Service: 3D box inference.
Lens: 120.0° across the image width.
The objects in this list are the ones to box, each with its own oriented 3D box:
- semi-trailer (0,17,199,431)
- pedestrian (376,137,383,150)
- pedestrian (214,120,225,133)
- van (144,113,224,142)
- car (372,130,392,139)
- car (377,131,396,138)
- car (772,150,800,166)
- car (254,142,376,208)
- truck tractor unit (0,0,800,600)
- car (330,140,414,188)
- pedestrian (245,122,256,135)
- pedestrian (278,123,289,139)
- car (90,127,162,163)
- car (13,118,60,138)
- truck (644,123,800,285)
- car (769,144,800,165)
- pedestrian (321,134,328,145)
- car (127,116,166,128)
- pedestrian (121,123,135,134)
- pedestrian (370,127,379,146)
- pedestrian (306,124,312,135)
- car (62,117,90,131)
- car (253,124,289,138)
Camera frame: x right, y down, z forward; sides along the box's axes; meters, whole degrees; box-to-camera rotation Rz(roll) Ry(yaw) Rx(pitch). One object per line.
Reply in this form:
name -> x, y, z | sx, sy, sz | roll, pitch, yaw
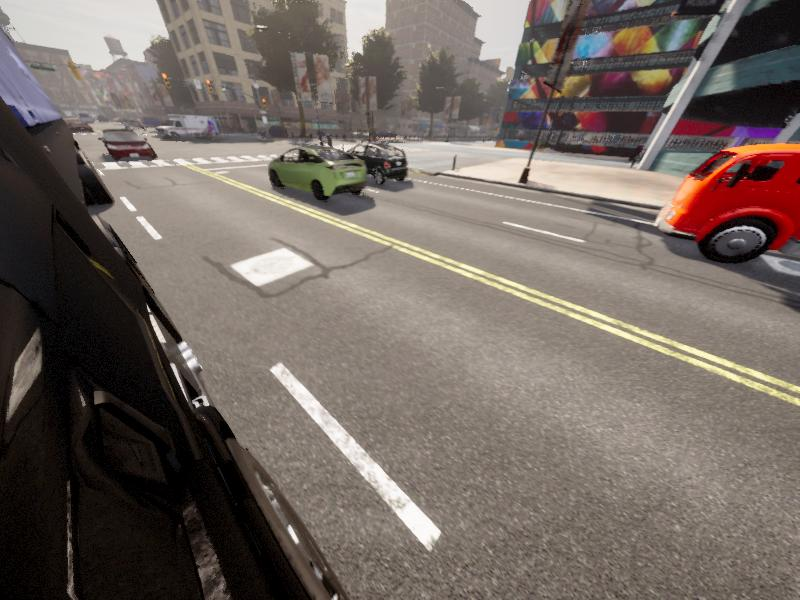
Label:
semi-trailer -> -8.584, -3.670, 4.353 | 14.254, 4.402, 2.717 | 29, 45, 31
pedestrian -> -2.131, -16.590, 24.498 | 0.500, 1.100, 0.500 | -30, 47, -36
pedestrian -> -32.670, -31.401, 41.864 | 0.751, 1.860, 0.751 | 23, 41, 25
van -> -25.421, -20.643, 27.725 | 2.351, 2.431, 6.366 | 13, 38, 14
car -> -3.971, -36.892, 51.550 | 1.812, 1.442, 4.674 | 28, 44, 30
car -> -3.273, -40.578, 56.646 | 1.895, 1.301, 4.718 | 28, 43, 30
car -> 52.206, -18.767, 30.460 | 2.007, 1.523, 4.514 | 28, 44, 30
car -> -3.278, -4.989, 8.851 | 4.514, 1.525, 2.007 | 28, 44, 30
truck tractor unit -> -2.645, -0.295, 0.351 | 6.516, 4.208, 3.053 | 28, 44, 30
car -> -1.410, -6.750, 11.296 | 3.705, 1.549, 1.789 | 28, 44, 30
pedestrian -> -26.347, -30.295, 40.759 | 0.751, 1.860, 0.751 | 14, 38, 15
pedestrian -> -17.397, -25.273, 34.584 | 0.751, 1.860, 0.751 | 16, 39, 18
car -> -17.168, -9.766, 14.457 | 4.792, 1.488, 2.163 | 30, 45, 32
car -> -38.971, -18.532, 24.864 | 4.902, 1.511, 2.128 | 28, 44, 30
truck -> 8.948, -1.730, 4.426 | 5.204, 2.467, 2.627 | 26, 43, 29
car -> 52.183, -19.054, 30.188 | 2.435, 2.045, 5.566 | 28, 44, 30
pedestrian -> -9.527, -20.152, 29.078 | 0.500, 1.100, 0.500 | 26, 43, 28
car -> -59.662, -41.956, 54.521 | 5.566, 2.045, 2.150 | -19, 42, -26
pedestrian -> -38.644, -24.340, 32.788 | 0.751, 1.300, 0.751 | 30, 45, 32
pedestrian -> -3.269, -20.721, 29.320 | 0.751, 1.860, 0.751 | -25, 45, -31
pedestrian -> -20.341, -38.247, 51.749 | 0.751, 1.860, 0.751 | 32, 46, 33
car -> -51.395, -27.880, 36.610 | 5.008, 1.535, 1.882 | 28, 43, 30
car -> -21.502, -28.365, 38.814 | 2.097, 1.767, 4.553 | 30, 45, 32
